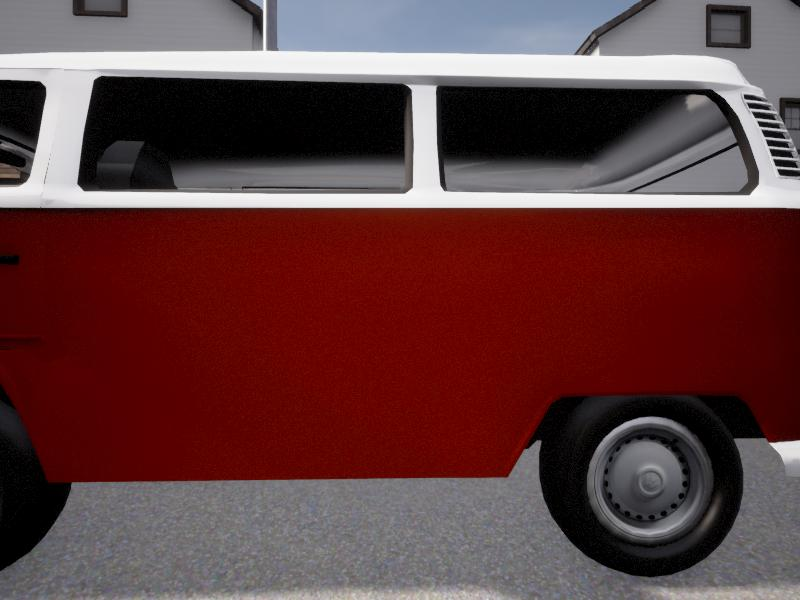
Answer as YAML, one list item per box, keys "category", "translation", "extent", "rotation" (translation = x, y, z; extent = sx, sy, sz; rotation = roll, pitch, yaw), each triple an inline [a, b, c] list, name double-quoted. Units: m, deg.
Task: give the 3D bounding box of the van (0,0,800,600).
- category: "van"
  translation: [-0.423, -0.028, 2.192]
  extent: [4.480, 2.038, 2.069]
  rotation: [0, 0, -2]
